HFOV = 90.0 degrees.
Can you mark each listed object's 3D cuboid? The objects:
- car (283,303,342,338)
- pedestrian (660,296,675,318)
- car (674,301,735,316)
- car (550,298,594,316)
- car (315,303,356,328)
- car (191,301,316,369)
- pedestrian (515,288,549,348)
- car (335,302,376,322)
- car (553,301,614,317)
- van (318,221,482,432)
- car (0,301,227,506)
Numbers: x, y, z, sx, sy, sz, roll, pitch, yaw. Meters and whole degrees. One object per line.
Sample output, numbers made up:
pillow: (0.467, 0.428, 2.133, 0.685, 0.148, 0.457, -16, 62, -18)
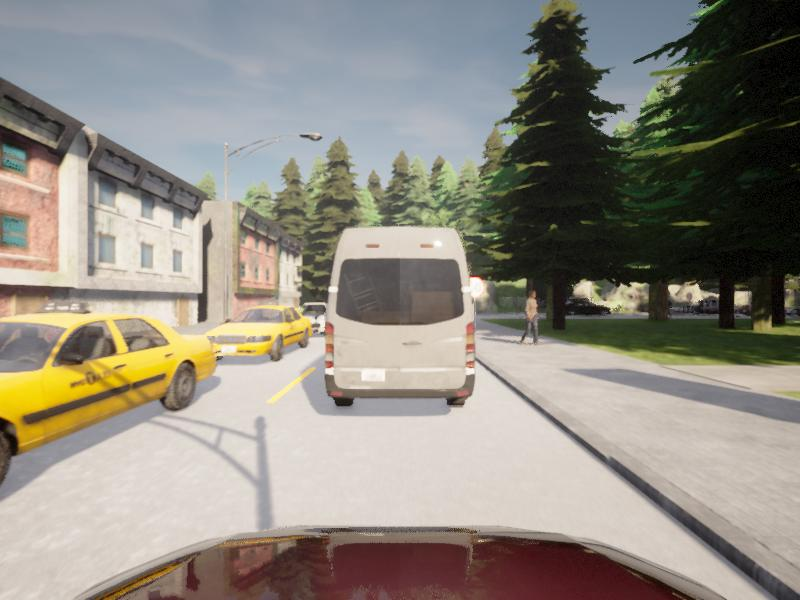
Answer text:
car: (-3.989, 0.880, 18.927, 1.970, 1.475, 3.806, 0, 0, 0)
pedestrian: (22.501, 0.580, 33.690, 0.751, 1.860, 0.751, 0, 0, 0)
car: (32.518, 0.896, 42.856, 4.902, 1.511, 2.128, 0, 0, 0)
car: (18.362, 0.706, 42.790, 3.866, 1.878, 1.905, 0, 0, 0)
car: (-3.984, 0.906, 25.496, 1.812, 1.442, 4.674, 0, 0, 0)
car: (-3.992, 0.819, 12.030, 1.801, 1.575, 5.366, 0, 0, 0)
pedestrian: (4.276, 0.551, 12.958, 0.751, 1.860, 0.751, 0, 0, -22)
car: (-3.546, 0.917, 32.805, 1.812, 1.442, 4.674, 0, 0, 13)
car: (17.732, 0.877, 38.791, 5.008, 1.535, 1.882, 0, 0, 0)
van: (0.009, 0.333, 7.828, 1.988, 2.561, 5.915, 0, 0, 0)
car: (-3.997, 0.808, 4.484, 1.801, 1.575, 5.366, 0, 0, 0)
